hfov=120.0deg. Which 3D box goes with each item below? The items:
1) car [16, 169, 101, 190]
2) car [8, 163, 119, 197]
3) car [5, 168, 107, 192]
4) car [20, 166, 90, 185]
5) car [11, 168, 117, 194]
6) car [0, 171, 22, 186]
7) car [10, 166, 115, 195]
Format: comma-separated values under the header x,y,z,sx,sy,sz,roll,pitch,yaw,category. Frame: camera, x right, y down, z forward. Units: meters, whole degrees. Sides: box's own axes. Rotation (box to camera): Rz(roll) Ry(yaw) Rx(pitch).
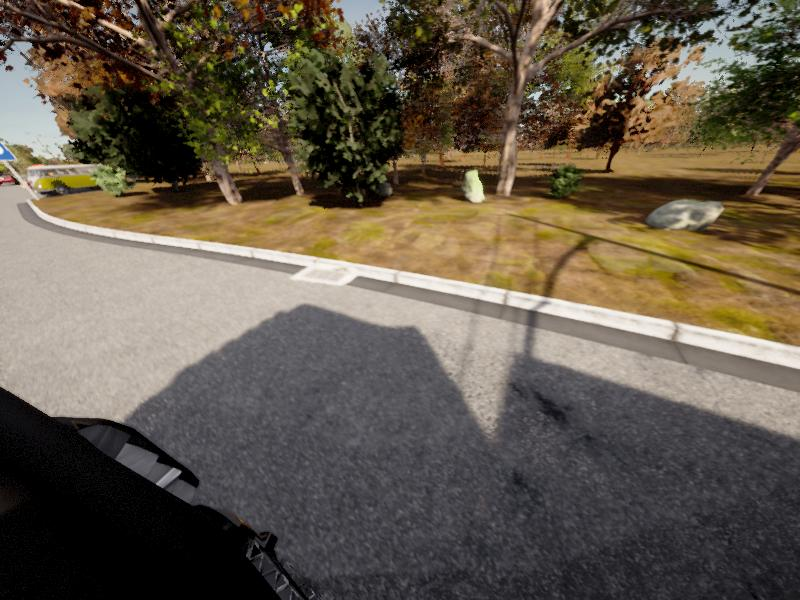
x,y,z,sx,sy,sz,roll,pitch,yaw,category
-36.746,-13.140,25.118,2.002,1.452,4.674,7,34,15,car
-27.102,-9.905,18.959,1.878,1.987,4.442,6,34,13,car
-34.385,-12.217,23.449,1.946,1.575,5.366,7,34,14,car
-46.254,-16.825,31.157,2.185,1.767,4.553,8,35,16,car
-31.877,-11.562,22.261,1.946,1.575,5.366,6,34,14,car
-56.636,-17.408,33.097,3.988,1.617,1.851,22,41,32,car
-29.516,-10.702,20.544,2.185,1.767,4.553,6,34,14,car
